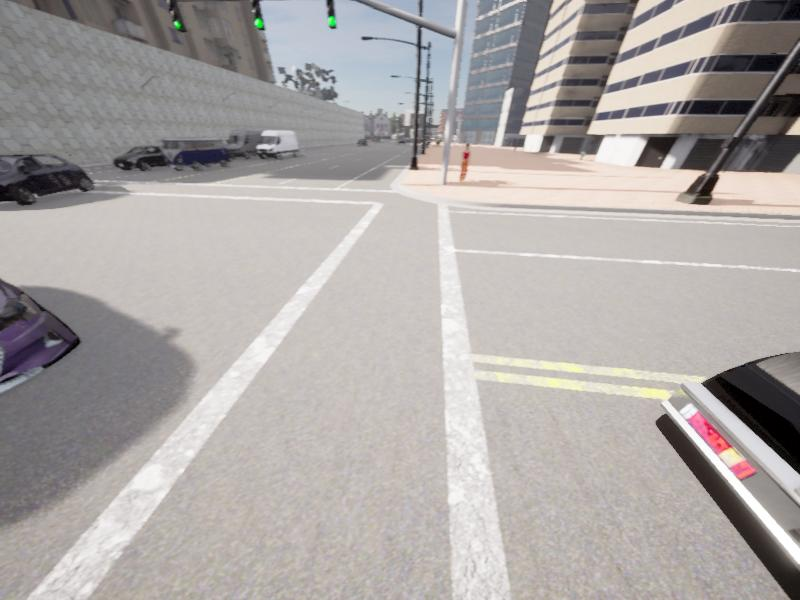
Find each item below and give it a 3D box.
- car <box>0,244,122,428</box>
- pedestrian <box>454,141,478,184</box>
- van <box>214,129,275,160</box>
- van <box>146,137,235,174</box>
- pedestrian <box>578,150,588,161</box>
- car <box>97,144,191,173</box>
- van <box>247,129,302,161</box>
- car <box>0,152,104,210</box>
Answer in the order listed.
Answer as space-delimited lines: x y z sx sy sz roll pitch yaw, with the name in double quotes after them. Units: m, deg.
-6.027 -0.006 2.398 4.856 1.649 2.033 16 38 19 "car"
3.415 -7.156 12.079 0.751 1.860 0.751 -1 36 -3 "pedestrian"
-16.789 -17.232 25.532 1.988 2.561 5.915 5 36 6 "van"
-14.665 -10.519 16.653 1.775 1.987 4.442 5 36 5 "van"
22.167 -17.533 27.996 0.500 1.100 0.500 -26 44 -33 "pedestrian"
-18.198 -10.362 16.807 1.816 1.474 4.193 5 36 6 "car"
-13.321 -16.938 25.186 1.988 2.561 5.915 5 36 6 "van"
-14.635 -4.743 8.960 1.845 1.501 3.633 -6 36 -9 "car"
